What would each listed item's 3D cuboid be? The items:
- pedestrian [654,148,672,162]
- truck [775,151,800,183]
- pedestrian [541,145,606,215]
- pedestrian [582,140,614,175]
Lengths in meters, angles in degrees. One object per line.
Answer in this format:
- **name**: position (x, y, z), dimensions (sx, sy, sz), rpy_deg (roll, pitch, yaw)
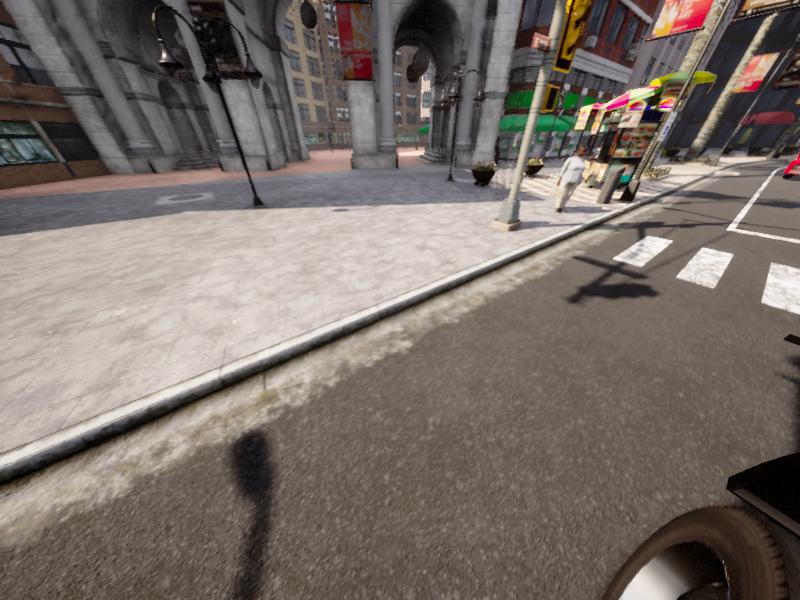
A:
- **pedestrian**: position (25.254, -13.943, 22.187), dimensions (0.500, 1.100, 0.500), rpy_deg (-9, 36, -12)
- **truck**: position (26.769, -9.332, 13.581), dimensions (8.468, 3.827, 2.891), rpy_deg (-21, 40, -26)
- **pedestrian**: position (5.294, -3.708, 7.194), dimensions (0.751, 1.860, 0.751), rpy_deg (-2, 35, -2)
- **pedestrian**: position (12.839, -9.299, 15.052), dimensions (0.751, 1.860, 0.751), rpy_deg (-22, 40, -27)
